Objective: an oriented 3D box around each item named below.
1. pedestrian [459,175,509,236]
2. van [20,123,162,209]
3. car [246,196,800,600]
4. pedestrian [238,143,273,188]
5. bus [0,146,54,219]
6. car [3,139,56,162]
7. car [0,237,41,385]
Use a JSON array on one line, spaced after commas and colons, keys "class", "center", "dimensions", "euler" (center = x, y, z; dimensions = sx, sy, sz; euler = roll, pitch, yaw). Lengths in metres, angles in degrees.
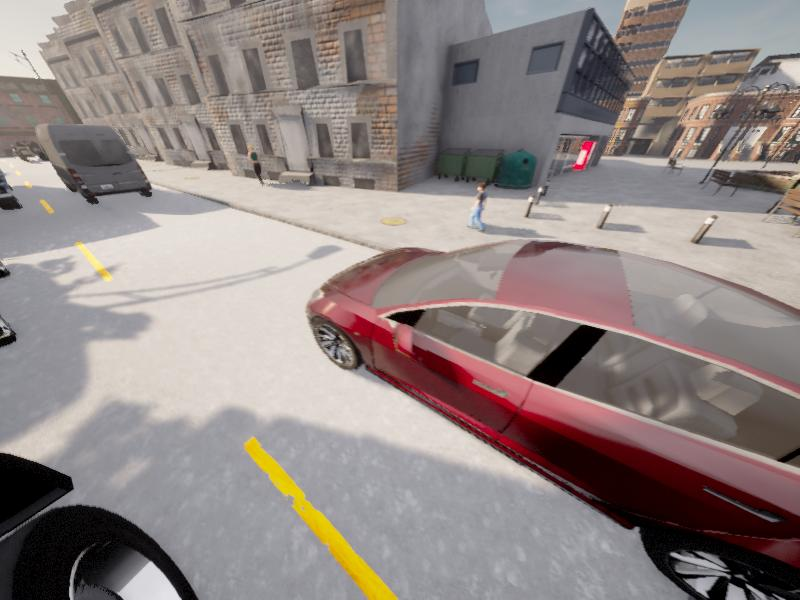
[{"class": "pedestrian", "center": [2.182, -2.512, 6.139], "dimensions": [0.751, 1.300, 0.751], "euler": [29, 44, 34]}, {"class": "van", "center": [-13.355, -5.930, 9.984], "dimensions": [5.915, 2.561, 1.988], "euler": [22, 40, 27]}, {"class": "car", "center": [1.128, 0.272, 2.248], "dimensions": [4.792, 1.488, 2.163], "euler": [22, 40, 27]}, {"class": "pedestrian", "center": [-7.187, -6.749, 11.570], "dimensions": [0.751, 1.860, 0.751], "euler": [24, 42, 30]}, {"class": "bus", "center": [-17.687, -5.653, 8.066], "dimensions": [10.273, 4.253, 3.944], "euler": [22, 40, 27]}, {"class": "car", "center": [-38.349, -15.533, 23.932], "dimensions": [4.605, 1.855, 1.932], "euler": [21, 40, 26]}, {"class": "car", "center": [-7.024, -0.192, 2.904], "dimensions": [5.357, 1.411, 2.033], "euler": [22, 41, 28]}]
